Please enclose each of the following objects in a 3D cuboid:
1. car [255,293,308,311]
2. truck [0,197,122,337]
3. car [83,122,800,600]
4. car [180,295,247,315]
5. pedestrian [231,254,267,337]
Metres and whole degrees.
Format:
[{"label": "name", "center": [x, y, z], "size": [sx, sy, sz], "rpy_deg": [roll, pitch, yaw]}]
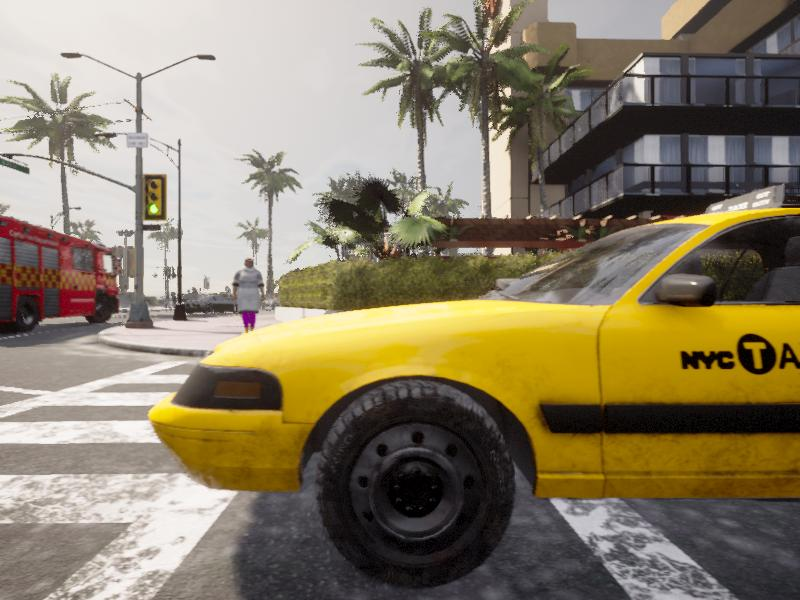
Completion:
[{"label": "car", "center": [-11.646, 0.193, 39.568], "size": [2.242, 1.667, 4.611], "rpy_deg": [0, 0, 39]}, {"label": "truck", "center": [-13.314, -0.897, 14.201], "size": [2.891, 3.827, 8.468], "rpy_deg": [0, 0, -15]}, {"label": "car", "center": [1.635, 0.202, 2.235], "size": [5.366, 1.575, 1.801], "rpy_deg": [0, 0, 0]}, {"label": "car", "center": [-13.629, 0.341, 29.495], "size": [1.994, 1.385, 4.181], "rpy_deg": [0, 0, 23]}, {"label": "pedestrian", "center": [-3.557, -0.104, 9.444], "size": [0.751, 1.860, 0.751], "rpy_deg": [0, 0, -20]}]
